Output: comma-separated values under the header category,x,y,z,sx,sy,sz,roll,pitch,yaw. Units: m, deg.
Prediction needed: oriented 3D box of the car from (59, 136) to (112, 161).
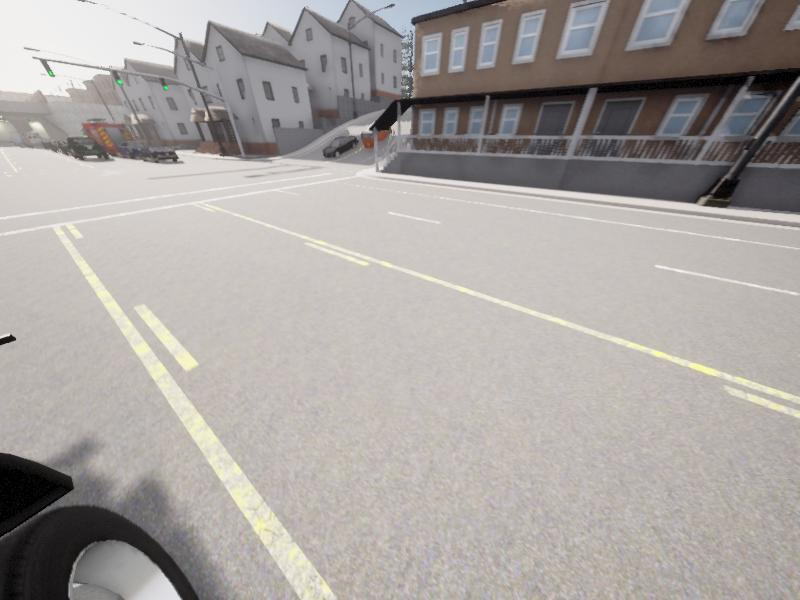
category,x,y,z,sx,sy,sz,roll,pitch,yaw
car,-34.277,-16.542,25.170,5.566,2.045,2.150,22,40,27

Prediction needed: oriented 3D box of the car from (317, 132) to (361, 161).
category,x,y,z,sx,sy,sz,roll,pitch,yaw
car,-7.211,-18.555,27.763,1.882,1.535,5.008,21,55,27

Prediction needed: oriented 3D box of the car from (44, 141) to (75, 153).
category,x,y,z,sx,sy,sz,roll,pitch,yaw
car,-52.383,-23.617,35.550,4.181,1.385,1.994,22,40,28

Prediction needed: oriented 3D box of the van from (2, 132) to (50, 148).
category,x,y,z,sx,sy,sz,roll,pitch,yaw
van,-72.878,-31.172,45.074,6.366,2.431,2.351,11,36,15

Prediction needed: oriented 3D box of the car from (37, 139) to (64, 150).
category,x,y,z,sx,sy,sz,roll,pitch,yaw
car,-61.453,-27.349,40.622,4.892,1.490,1.837,22,40,28

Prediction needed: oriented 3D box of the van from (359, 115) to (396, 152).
category,x,y,z,sx,sy,sz,roll,pitch,yaw
van,-2.599,-19.885,27.569,1.775,1.987,4.442,21,63,27

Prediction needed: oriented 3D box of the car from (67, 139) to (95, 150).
category,x,y,z,sx,sy,sz,roll,pitch,yaw
car,-58.961,-28.797,42.699,4.902,1.511,2.128,22,40,28

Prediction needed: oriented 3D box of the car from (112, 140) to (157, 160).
category,x,y,z,sx,sy,sz,roll,pitch,yaw
car,-30.677,-17.426,26.700,4.553,1.767,2.097,22,40,28

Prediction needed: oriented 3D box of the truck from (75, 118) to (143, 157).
category,x,y,z,sx,sy,sz,roll,pitch,yaw
truck,-38.230,-21.329,30.378,8.468,3.827,2.891,22,40,27

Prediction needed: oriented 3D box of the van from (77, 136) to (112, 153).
category,x,y,z,sx,sy,sz,roll,pitch,yaw
van,-48.224,-24.651,36.507,4.480,2.038,2.069,22,41,27

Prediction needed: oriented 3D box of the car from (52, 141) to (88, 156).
category,x,y,z,sx,sy,sz,roll,pitch,yaw
car,-44.138,-20.321,30.878,4.892,1.490,1.837,22,40,28

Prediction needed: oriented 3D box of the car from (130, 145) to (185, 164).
category,x,y,z,sx,sy,sz,roll,pitch,yaw
car,-24.643,-14.828,23.447,5.357,1.411,2.033,20,40,25
